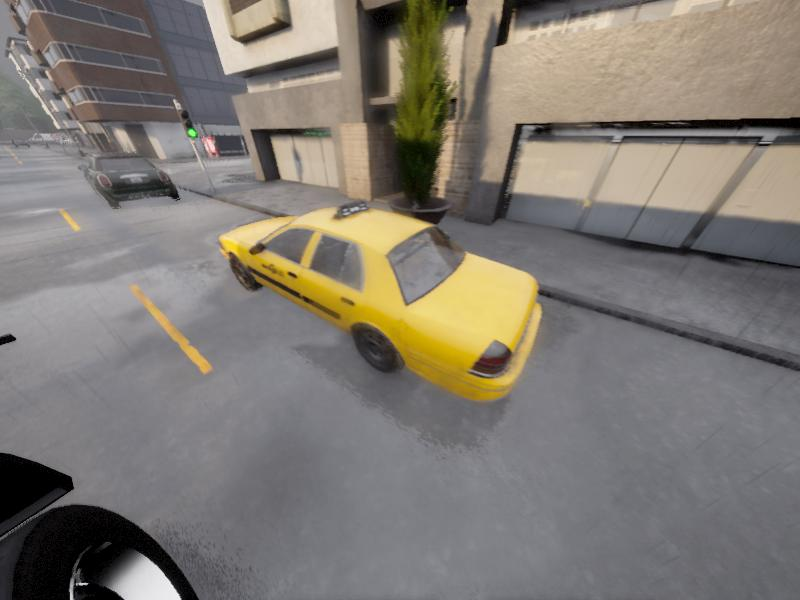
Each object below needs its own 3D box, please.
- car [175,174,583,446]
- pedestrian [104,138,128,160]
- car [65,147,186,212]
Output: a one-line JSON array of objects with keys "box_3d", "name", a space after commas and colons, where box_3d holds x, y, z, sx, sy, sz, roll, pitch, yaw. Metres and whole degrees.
[{"box_3d": [-0.841, -0.662, 3.468, 5.366, 1.575, 1.801, 23, 41, 28], "name": "car"}, {"box_3d": [-28.749, -15.287, 23.396, 0.751, 1.860, 0.751, 30, 45, 35], "name": "pedestrian"}, {"box_3d": [-11.290, -5.134, 9.499, 4.553, 1.767, 2.097, 25, 42, 30], "name": "car"}]
